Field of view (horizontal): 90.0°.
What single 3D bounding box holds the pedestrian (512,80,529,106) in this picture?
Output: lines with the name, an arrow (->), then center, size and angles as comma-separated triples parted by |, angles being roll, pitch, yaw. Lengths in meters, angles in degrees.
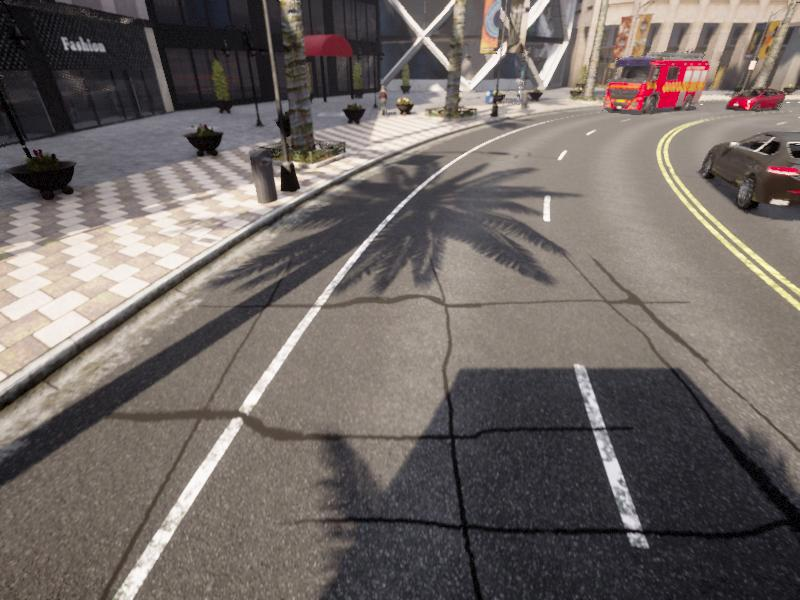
pedestrian -> 10.078, -17.370, 33.519 | 0.751, 1.860, 0.751 | -23, 38, -34

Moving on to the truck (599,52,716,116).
truck -> 19.306, -16.226, 29.967 | 8.468, 3.827, 2.891 | -18, 35, -28

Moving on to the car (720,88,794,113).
car -> 27.850, -15.629, 31.224 | 4.514, 1.525, 2.007 | -11, 32, -19

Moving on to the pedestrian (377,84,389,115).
pedestrian -> -1.130, -13.393, 26.731 | 0.751, 1.860, 0.751 | -1, 30, -2

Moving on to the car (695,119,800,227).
car -> 9.814, -3.481, 10.351 | 2.152, 1.651, 5.027 | 11, 32, 18
